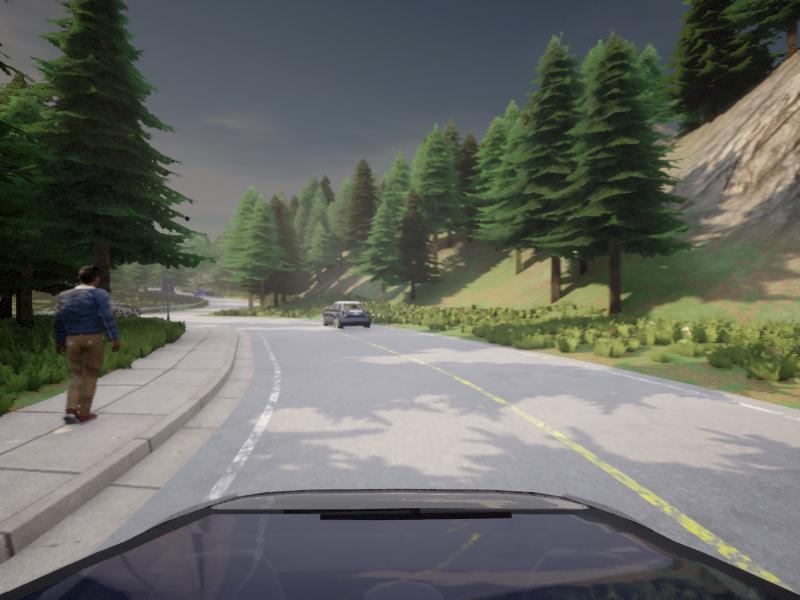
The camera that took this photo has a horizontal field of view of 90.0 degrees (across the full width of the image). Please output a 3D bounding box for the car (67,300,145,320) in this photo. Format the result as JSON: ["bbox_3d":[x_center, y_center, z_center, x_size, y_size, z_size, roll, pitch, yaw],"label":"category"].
[{"bbox_3d":[-24.303,0.793,33.216,5.027,1.651,2.152,0,0,3],"label":"car"}]

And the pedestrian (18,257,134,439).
[{"bbox_3d":[-3.603,0.486,4.526,0.751,1.860,0.751,0,0,-12],"label":"pedestrian"}]

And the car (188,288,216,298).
[{"bbox_3d":[-37.428,-1.394,75.568,5.008,1.535,1.882,5,2,24],"label":"car"}]

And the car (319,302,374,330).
[{"bbox_3d":[-3.172,0.843,22.964,1.970,1.475,3.806,0,0,-27],"label":"car"}]
